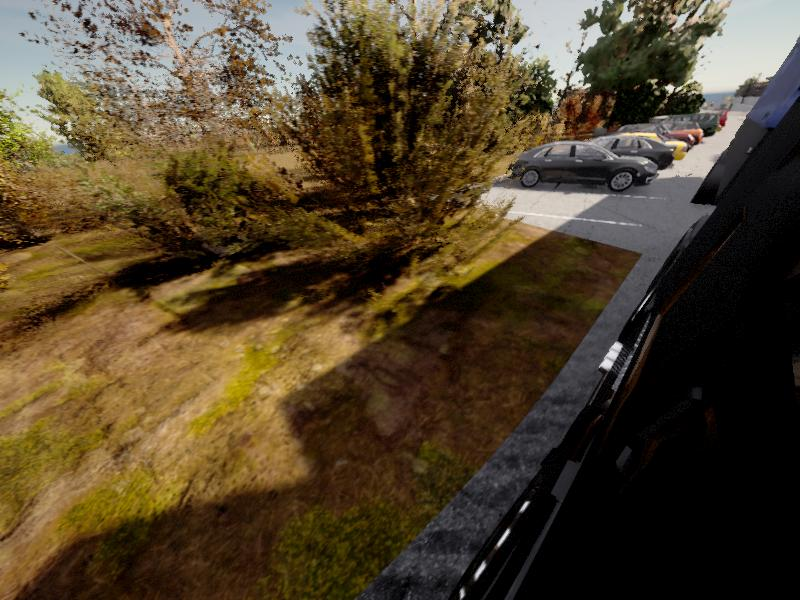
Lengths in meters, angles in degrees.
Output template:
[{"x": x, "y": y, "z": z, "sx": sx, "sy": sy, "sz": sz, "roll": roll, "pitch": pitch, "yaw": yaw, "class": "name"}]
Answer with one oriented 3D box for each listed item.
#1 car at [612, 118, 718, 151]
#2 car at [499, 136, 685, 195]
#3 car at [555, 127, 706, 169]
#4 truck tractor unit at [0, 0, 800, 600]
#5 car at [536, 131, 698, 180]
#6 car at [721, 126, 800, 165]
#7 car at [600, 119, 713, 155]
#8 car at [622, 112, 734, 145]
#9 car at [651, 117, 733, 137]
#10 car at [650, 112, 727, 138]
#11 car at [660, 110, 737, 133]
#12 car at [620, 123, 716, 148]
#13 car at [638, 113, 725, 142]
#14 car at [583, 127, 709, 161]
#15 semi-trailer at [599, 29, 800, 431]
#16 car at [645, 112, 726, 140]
[{"x": 19.300, "y": -12.330, "z": 17.288, "sx": 4.553, "sy": 1.767, "sz": 2.185, "roll": 16, "pitch": 41, "yaw": 25, "class": "car"}, {"x": 6.805, "y": -5.303, "z": 9.009, "sx": 4.892, "sy": 1.521, "sz": 2.231, "roll": 16, "pitch": 40, "yaw": 25, "class": "car"}, {"x": 11.760, "y": -8.192, "z": 12.511, "sx": 5.366, "sy": 1.575, "sz": 1.946, "roll": 16, "pitch": 41, "yaw": 25, "class": "car"}, {"x": 2.645, "y": -0.295, "z": 0.351, "sx": 6.516, "sy": 4.208, "sz": 3.053, "roll": -28, "pitch": 44, "yaw": -30, "class": "truck tractor unit"}, {"x": 9.371, "y": -6.720, "z": 10.720, "sx": 4.892, "sy": 1.521, "sz": 2.231, "roll": 16, "pitch": 41, "yaw": 25, "class": "car"}, {"x": 19.270, "y": -8.315, "z": 12.307, "sx": 4.181, "sy": 1.385, "sz": 1.994, "roll": -29, "pitch": 44, "yaw": -31, "class": "car"}, {"x": 17.007, "y": -11.102, "z": 15.812, "sx": 4.553, "sy": 1.767, "sz": 2.185, "roll": 16, "pitch": 40, "yaw": 25, "class": "car"}, {"x": 23.726, "y": -14.947, "z": 20.255, "sx": 5.566, "sy": 2.045, "sz": 2.435, "roll": 16, "pitch": 41, "yaw": 24, "class": "car"}, {"x": 32.892, "y": -19.696, "z": 26.351, "sx": 5.366, "sy": 1.575, "sz": 1.946, "roll": 16, "pitch": 40, "yaw": 24, "class": "car"}, {"x": 30.580, "y": -18.644, "z": 24.741, "sx": 4.442, "sy": 1.987, "sz": 1.878, "roll": 16, "pitch": 40, "yaw": 25, "class": "car"}, {"x": 39.407, "y": -23.698, "z": 30.816, "sx": 5.566, "sy": 2.045, "sz": 2.435, "roll": 16, "pitch": 41, "yaw": 24, "class": "car"}, {"x": 21.525, "y": -13.459, "z": 18.912, "sx": 4.674, "sy": 1.452, "sz": 2.002, "roll": 16, "pitch": 40, "yaw": 25, "class": "car"}, {"x": 26.099, "y": -16.141, "z": 21.721, "sx": 4.442, "sy": 1.987, "sz": 1.878, "roll": 16, "pitch": 40, "yaw": 25, "class": "car"}, {"x": 14.510, "y": -9.541, "z": 14.165, "sx": 4.792, "sy": 1.488, "sz": 2.163, "roll": 16, "pitch": 40, "yaw": 25, "class": "car"}, {"x": 8.630, "y": -3.654, "z": 4.287, "sx": 14.254, "sy": 4.402, "sz": 2.717, "roll": -29, "pitch": 44, "yaw": -30, "class": "semi-trailer"}, {"x": 28.339, "y": -17.393, "z": 23.231, "sx": 4.442, "sy": 1.987, "sz": 1.878, "roll": 16, "pitch": 40, "yaw": 25, "class": "car"}]
